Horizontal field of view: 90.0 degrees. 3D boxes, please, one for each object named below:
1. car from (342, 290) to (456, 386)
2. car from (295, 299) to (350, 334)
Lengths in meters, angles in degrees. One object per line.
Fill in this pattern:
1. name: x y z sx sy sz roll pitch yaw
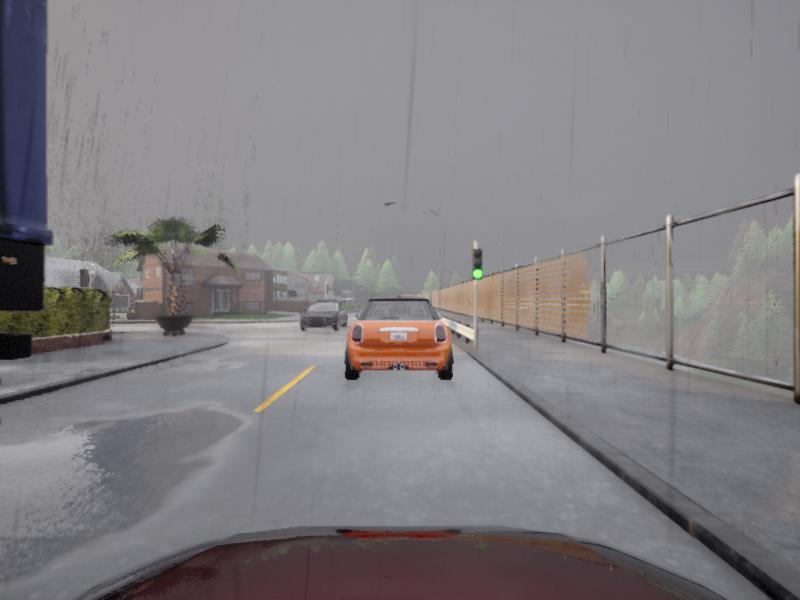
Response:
1. car: -0.014 0.698 9.601 2.097 1.767 4.553 0 0 0
2. car: -3.996 0.780 21.535 1.930 1.638 5.238 0 0 0
